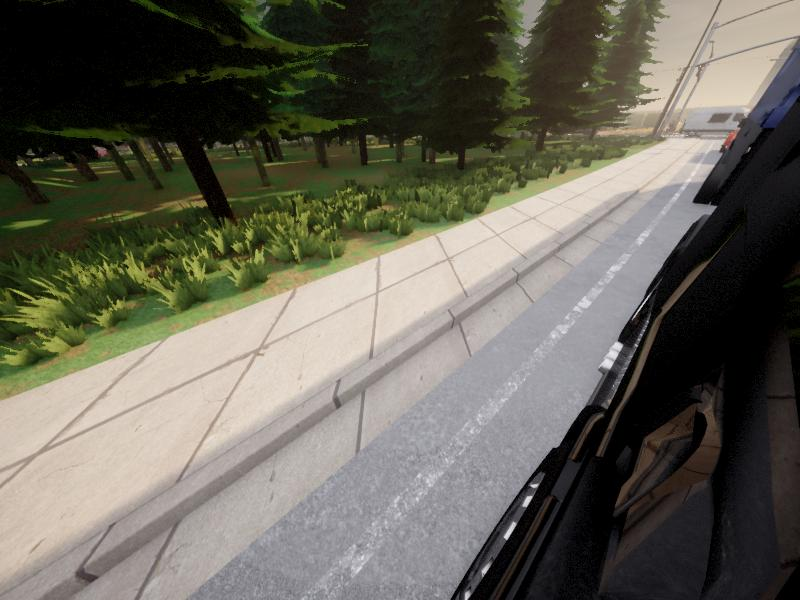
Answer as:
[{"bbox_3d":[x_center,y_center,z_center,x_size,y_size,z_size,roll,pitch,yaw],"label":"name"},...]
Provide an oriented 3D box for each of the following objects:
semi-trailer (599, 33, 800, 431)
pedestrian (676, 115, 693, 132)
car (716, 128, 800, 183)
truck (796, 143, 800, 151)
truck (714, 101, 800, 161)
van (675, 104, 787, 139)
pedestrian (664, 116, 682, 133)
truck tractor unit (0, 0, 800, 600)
[{"bbox_3d":[8.646,-3.641,4.277,14.254,4.402,2.717,-29,44,-30],"label":"semi-trailer"},{"bbox_3d":[38.945,-24.141,31.645,0.751,1.860,0.751,28,46,34],"label":"pedestrian"},{"bbox_3d":[15.884,-6.349,9.891,4.902,1.511,2.128,-29,44,-30],"label":"car"},{"bbox_3d":[26.112,-9.775,13.015,5.204,2.467,2.627,-29,44,-31],"label":"truck"},{"bbox_3d":[21.383,-9.909,13.484,5.204,2.467,2.627,-30,44,-31],"label":"truck"},{"bbox_3d":[33.869,-18.456,24.106,1.988,2.561,5.915,-13,38,-17],"label":"van"},{"bbox_3d":[37.491,-24.136,31.758,0.751,1.860,0.751,-26,43,-28],"label":"pedestrian"},{"bbox_3d":[2.645,-0.295,0.351,6.516,4.208,3.053,-28,44,-30],"label":"truck tractor unit"}]
